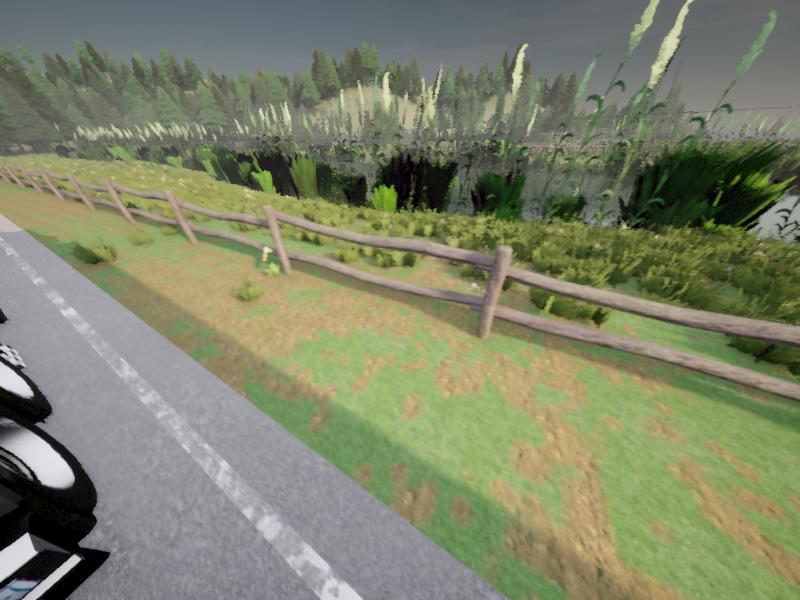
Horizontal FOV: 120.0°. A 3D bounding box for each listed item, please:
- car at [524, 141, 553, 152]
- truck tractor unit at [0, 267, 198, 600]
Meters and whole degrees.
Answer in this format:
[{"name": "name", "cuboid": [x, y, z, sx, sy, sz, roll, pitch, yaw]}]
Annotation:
[{"name": "car", "cuboid": [28.061, -31.202, 46.971, 4.553, 1.767, 2.097, 19, 39, 25]}, {"name": "truck tractor unit", "cuboid": [-5.123, -0.287, 0.771, 6.516, 4.208, 3.053, 18, 39, 24]}]
